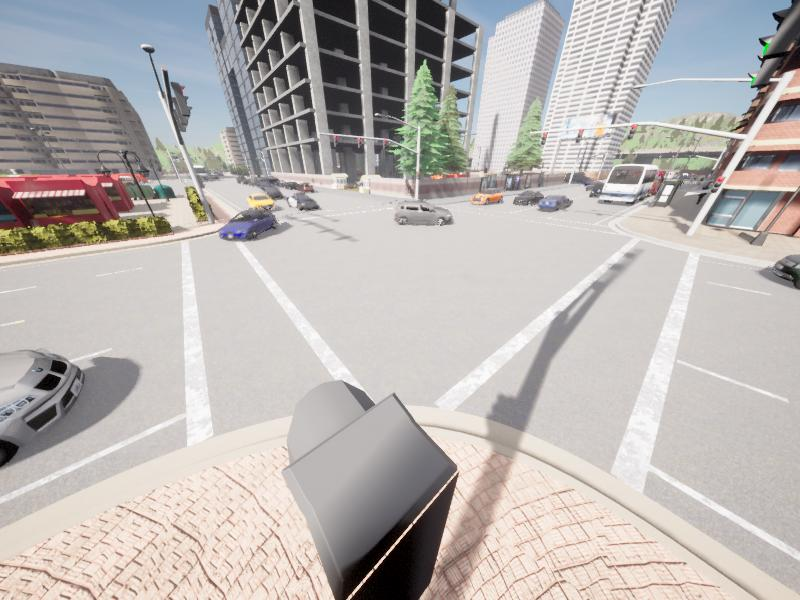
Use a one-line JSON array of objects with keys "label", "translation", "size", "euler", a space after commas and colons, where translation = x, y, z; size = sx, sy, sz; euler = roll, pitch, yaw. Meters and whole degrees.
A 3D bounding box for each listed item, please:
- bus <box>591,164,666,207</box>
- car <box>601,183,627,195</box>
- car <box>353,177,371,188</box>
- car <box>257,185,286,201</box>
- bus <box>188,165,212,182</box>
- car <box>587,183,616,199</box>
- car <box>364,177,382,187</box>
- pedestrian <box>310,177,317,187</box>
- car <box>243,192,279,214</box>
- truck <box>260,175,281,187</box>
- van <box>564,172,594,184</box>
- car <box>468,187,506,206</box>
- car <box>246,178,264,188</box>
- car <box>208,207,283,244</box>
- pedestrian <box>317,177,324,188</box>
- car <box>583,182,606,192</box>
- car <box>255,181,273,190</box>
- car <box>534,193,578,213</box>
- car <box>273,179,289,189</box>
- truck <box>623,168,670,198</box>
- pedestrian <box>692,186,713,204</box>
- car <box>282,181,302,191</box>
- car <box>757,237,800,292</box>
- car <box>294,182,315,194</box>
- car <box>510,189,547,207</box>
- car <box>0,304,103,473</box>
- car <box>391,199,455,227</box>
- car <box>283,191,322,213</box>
[{"label": "bus", "translation": [29.081, -14.753, 29.311], "size": [10.273, 4.253, 3.944], "euler": [-23, 37, -34]}, {"label": "car", "translation": [36.103, -18.722, 38.890], "size": [5.366, 1.575, 1.801], "euler": [-23, 37, -34]}, {"label": "car", "translation": [-8.128, -24.929, 48.916], "size": [1.905, 1.878, 3.866], "euler": [-23, 37, -34]}, {"label": "car", "translation": [-17.951, -14.977, 32.195], "size": [1.930, 1.638, 5.238], "euler": [-23, 37, -34]}, {"label": "bus", "translation": [-63.510, -40.205, 73.271], "size": [3.944, 4.253, 10.273], "euler": [-24, 37, -35]}, {"label": "car", "translation": [29.977, -16.310, 34.363], "size": [3.866, 1.878, 1.905], "euler": [-23, 37, -34]}, {"label": "car", "translation": [-5.875, -25.875, 50.553], "size": [1.905, 1.878, 3.866], "euler": [-23, 37, -34]}, {"label": "pedestrian", "translation": [-18.516, -25.293, 49.493], "size": [0.751, 1.860, 0.751], "euler": [-18, 35, -29]}, {"label": "car", "translation": [-14.528, -10.209, 24.041], "size": [1.882, 1.535, 5.008], "euler": [-23, 37, -34]}, {"label": "truck", "translation": [-30.214, -27.803, 53.953], "size": [2.390, 2.098, 6.274], "euler": [-23, 37, -34]}, {"label": "van", "translation": [50.263, -34.444, 65.083], "size": [1.988, 2.561, 5.915], "euler": [-22, 37, -34]}, {"label": "car", "translation": [10.696, -12.768, 28.325], "size": [4.553, 1.767, 2.097], "euler": [-23, 37, -34]}, {"label": "car", "translation": [-32.368, -26.160, 51.584], "size": [2.152, 1.651, 5.027], "euler": [-23, 37, -34]}, {"label": "car", "translation": [-9.812, -5.016, 15.184], "size": [1.816, 1.474, 4.193], "euler": [2, 30, 3]}, {"label": "pedestrian", "translation": [-16.253, -23.993, 47.241], "size": [0.751, 1.860, 0.751], "euler": [-24, 38, -35]}, {"label": "car", "translation": [36.200, -21.027, 42.922], "size": [4.892, 1.490, 1.837], "euler": [-23, 37, -34]}, {"label": "car", "translation": [-27.697, -23.301, 46.885], "size": [1.994, 1.385, 4.181], "euler": [-23, 37, -34]}, {"label": "car", "translation": [16.906, -10.610, 24.989], "size": [5.357, 1.411, 2.033], "euler": [-23, 37, -34]}, {"label": "car", "translation": [-25.198, -24.615, 48.975], "size": [1.789, 1.549, 3.705], "euler": [-23, 37, -34]}, {"label": "truck", "translation": [38.913, -18.603, 36.395], "size": [8.468, 3.827, 2.891], "euler": [-23, 37, -34]}, {"label": "pedestrian", "translation": [35.314, -12.248, 27.007], "size": [0.751, 1.860, 0.751], "euler": [26, 39, 37]}, {"label": "car", "translation": [-20.828, -22.030, 44.514], "size": [1.882, 1.535, 5.008], "euler": [-23, 37, -34]}, {"label": "car", "translation": [16.218, -0.903, 7.905], "size": [3.705, 1.549, 1.789], "euler": [21, 36, 32]}, {"label": "car", "translation": [-16.556, -19.550, 40.149], "size": [1.851, 1.617, 3.988], "euler": [-23, 37, -34]}, {"label": "car", "translation": [15.622, -12.414, 28.014], "size": [4.892, 1.490, 1.837], "euler": [-23, 37, -34]}, {"label": "car", "translation": [-7.986, 1.961, 2.938], "size": [4.611, 1.667, 2.242], "euler": [-22, 37, -34]}, {"label": "car", "translation": [1.766, -6.917, 18.296], "size": [4.611, 1.667, 2.242], "euler": [2, 30, 4]}, {"label": "car", "translation": [-10.387, -10.478, 24.509], "size": [2.038, 1.542, 4.974], "euler": [-23, 37, -34]}]
